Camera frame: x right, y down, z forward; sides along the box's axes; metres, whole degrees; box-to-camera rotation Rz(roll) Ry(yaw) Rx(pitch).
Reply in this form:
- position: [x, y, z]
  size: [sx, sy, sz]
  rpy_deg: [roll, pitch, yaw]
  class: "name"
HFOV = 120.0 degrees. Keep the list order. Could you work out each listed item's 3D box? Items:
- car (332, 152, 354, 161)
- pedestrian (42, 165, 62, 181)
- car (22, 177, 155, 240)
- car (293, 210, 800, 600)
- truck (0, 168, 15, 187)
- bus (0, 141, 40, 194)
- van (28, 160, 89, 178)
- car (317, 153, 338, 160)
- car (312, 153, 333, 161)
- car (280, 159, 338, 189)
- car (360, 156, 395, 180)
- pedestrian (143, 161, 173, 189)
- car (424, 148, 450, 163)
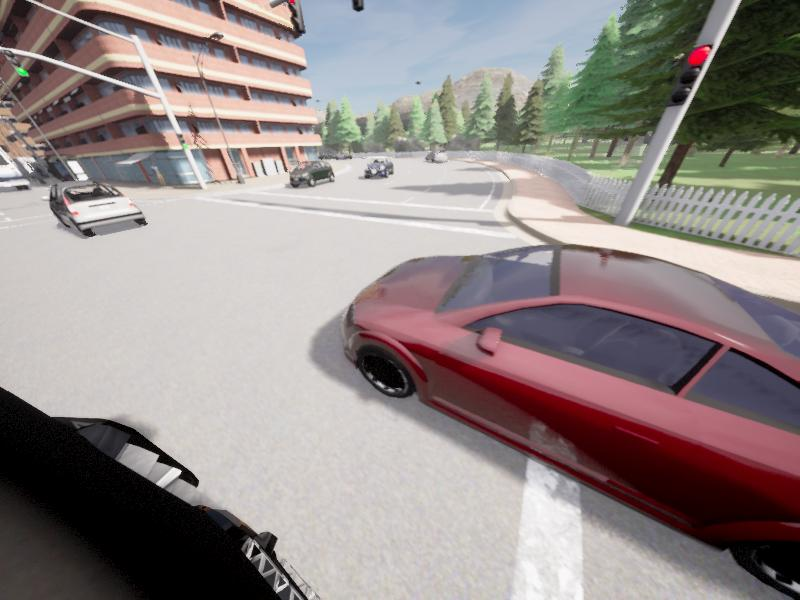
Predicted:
- position: [-13.395, -33.699, 54.187]
  size: [4.974, 1.542, 2.038]
  rpy_deg: [23, 41, 33]
  class: "car"
- position: [-50.226, -18.351, 33.386]
  size: [0.751, 1.860, 0.751]
  rpy_deg: [19, 39, 29]
  class: "pedestrian"
- position: [-11.801, -3.634, 8.804]
  size: [3.988, 1.617, 1.851]
  rpy_deg: [16, 38, 26]
  class: "car"
- position: [1.395, 0.267, 2.192]
  size: [4.181, 1.385, 1.994]
  rpy_deg: [17, 38, 26]
  class: "car"
- position: [-54.979, -16.897, 30.108]
  size: [8.468, 3.827, 2.891]
  rpy_deg: [16, 38, 26]
  class: "truck"
- position: [-43.537, -13.712, 24.057]
  size: [10.273, 4.253, 3.944]
  rpy_deg: [16, 38, 26]
  class: "bus"
- position: [-66.588, -25.620, 45.236]
  size: [1.988, 2.561, 5.915]
  rpy_deg: [16, 38, 26]
  class: "van"
- position: [-19.272, -38.064, 61.311]
  size: [5.357, 1.411, 2.033]
  rpy_deg: [16, 38, 26]
  class: "car"
- position: [-19.400, -35.884, 57.959]
  size: [4.892, 1.490, 1.837]
  rpy_deg: [16, 38, 26]
  class: "car"
- position: [-6.418, -9.231, 16.824]
  size: [1.789, 1.549, 3.705]
  rpy_deg: [8, 35, 16]
  class: "car"
- position: [-1.774, -11.283, 19.627]
  size: [1.970, 1.475, 3.806]
  rpy_deg: [3, 34, 9]
  class: "car"
- position: [-19.285, -9.988, 18.448]
  size: [0.751, 1.860, 0.751]
  rpy_deg: [18, 39, 28]
  class: "pedestrian"
- position: [5.250, -21.041, 33.597]
  size: [2.242, 1.667, 4.611]
  rpy_deg: [-8, 34, -8]
  class: "car"
